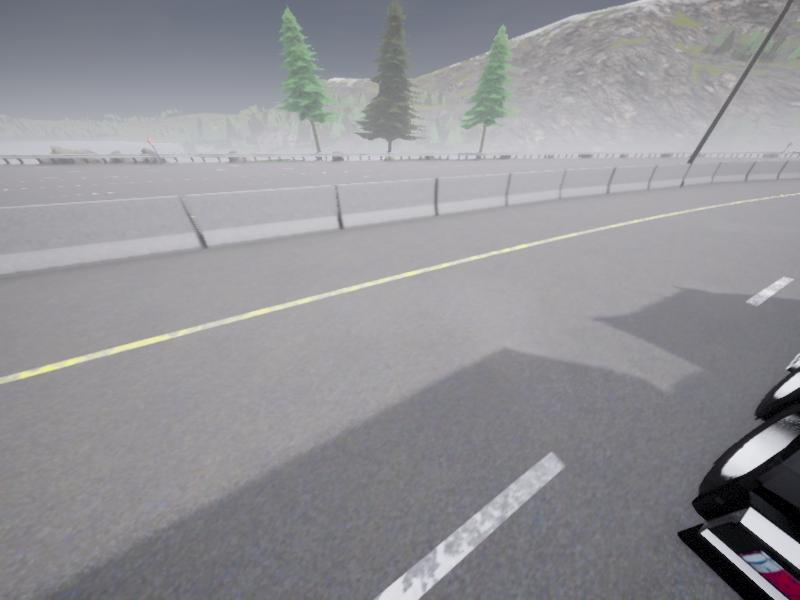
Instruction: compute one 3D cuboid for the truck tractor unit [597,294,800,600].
[{"bbox_3d":[5.164,-0.244,0.708,6.516,4.208,3.053,-16,38,-22],"label":"truck tractor unit"}]
